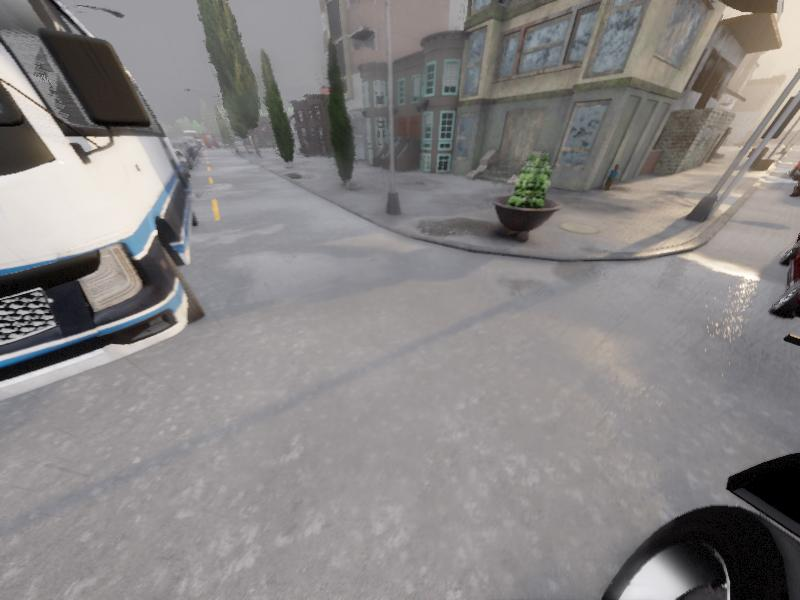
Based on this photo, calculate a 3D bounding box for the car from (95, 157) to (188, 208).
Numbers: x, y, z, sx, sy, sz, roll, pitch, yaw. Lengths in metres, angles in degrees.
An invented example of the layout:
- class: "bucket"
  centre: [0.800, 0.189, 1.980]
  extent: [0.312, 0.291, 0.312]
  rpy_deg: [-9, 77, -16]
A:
- class: "car"
  centre: [-11.341, -5.504, 10.520]
  extent: [1.970, 1.475, 3.806]
  rpy_deg: [-22, 41, -28]

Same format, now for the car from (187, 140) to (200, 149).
- class: "car"
  centre: [-54.961, -41.445, 61.482]
  extent: [1.905, 1.878, 3.866]
  rpy_deg: [-22, 41, -28]

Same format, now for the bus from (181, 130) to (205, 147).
- class: "bus"
  centre: [-65.927, -51.534, 73.800]
  extent: [3.944, 4.253, 10.273]
  rpy_deg: [-22, 41, -28]

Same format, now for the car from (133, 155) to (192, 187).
- class: "car"
  centre: [-14.983, -8.425, 14.847]
  extent: [1.895, 1.301, 4.718]
  rpy_deg: [-22, 41, -28]

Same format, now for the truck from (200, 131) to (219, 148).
- class: "truck"
  centre: [-53.869, -45.376, 65.344]
  extent: [2.891, 3.827, 8.468]
  rpy_deg: [-22, 41, -28]

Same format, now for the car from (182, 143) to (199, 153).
- class: "car"
  centre: [-41.135, -29.933, 45.420]
  extent: [1.812, 1.442, 4.674]
  rpy_deg: [-22, 41, -28]

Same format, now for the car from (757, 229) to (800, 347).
- class: "car"
  centre: [7.480, -0.430, 3.330]
  extent: [4.718, 1.301, 1.895]
  rpy_deg: [-22, 41, -28]

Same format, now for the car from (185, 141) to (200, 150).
- class: "car"
  centre: [-50.736, -37.846, 56.636]
  extent: [2.242, 1.667, 4.611]
  rpy_deg: [-22, 41, -28]

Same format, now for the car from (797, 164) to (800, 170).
- class: "car"
  centre: [33.600, -11.313, 18.029]
  extent: [3.866, 1.878, 1.905]
  rpy_deg: [-22, 41, -28]

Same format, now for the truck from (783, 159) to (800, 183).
- class: "truck"
  centre: [25.706, -8.347, 13.358]
  extent: [5.204, 2.467, 2.627]
  rpy_deg: [-23, 41, -27]

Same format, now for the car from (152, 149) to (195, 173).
- class: "car"
  centre: [-19.361, -12.086, 19.916]
  extent: [1.970, 1.475, 3.806]
  rpy_deg: [-22, 41, -28]

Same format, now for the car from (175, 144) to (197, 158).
- class: "car"
  centre: [-31.774, -22.270, 34.455]
  extent: [1.816, 1.474, 4.193]
  rpy_deg: [-22, 41, -28]

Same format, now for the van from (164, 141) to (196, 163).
- class: "van"
  centre: [-25.290, -17.160, 26.712]
  extent: [1.775, 1.987, 4.442]
  rpy_deg: [-22, 41, -28]

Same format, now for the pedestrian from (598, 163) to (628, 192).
- class: "pedestrian"
  centre: [9.729, -5.595, 10.584]
  extent: [0.500, 1.100, 0.500]
  rpy_deg: [-22, 41, -28]

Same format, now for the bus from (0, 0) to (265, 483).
- class: "bus"
  centre: [-6.252, -2.649, 4.025]
  extent: [3.944, 4.253, 10.273]
  rpy_deg: [-23, 41, -29]

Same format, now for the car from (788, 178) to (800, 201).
- class: "car"
  centre: [18.855, -5.091, 9.784]
  extent: [4.181, 1.385, 1.994]
  rpy_deg: [-22, 41, -28]
